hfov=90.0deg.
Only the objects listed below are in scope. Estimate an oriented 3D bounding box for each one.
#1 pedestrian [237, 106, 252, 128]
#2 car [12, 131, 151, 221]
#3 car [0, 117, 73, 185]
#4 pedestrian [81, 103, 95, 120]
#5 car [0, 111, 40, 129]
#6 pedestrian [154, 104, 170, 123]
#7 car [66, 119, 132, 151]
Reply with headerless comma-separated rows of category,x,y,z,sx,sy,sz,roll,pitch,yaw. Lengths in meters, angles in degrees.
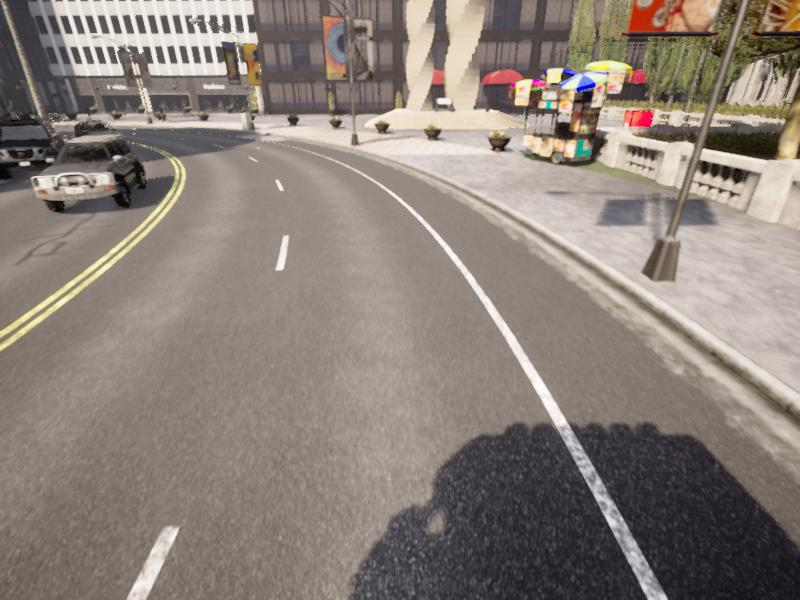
pedestrian,-14.516,-17.160,37.469,0.751,1.860,0.751,23,35,37
car,-9.517,-4.091,12.531,1.932,1.855,4.605,-10,29,-19
car,-15.952,-6.605,17.260,2.150,2.045,5.566,-17,32,-29
pedestrian,-39.408,-23.811,50.567,0.751,1.860,0.751,19,33,33
car,-39.244,-18.141,40.259,3.988,1.617,1.851,3,27,6
pedestrian,-26.071,-20.404,43.847,0.751,1.860,0.751,17,32,29
car,-19.291,-10.615,25.612,4.514,1.525,2.007,22,35,36
